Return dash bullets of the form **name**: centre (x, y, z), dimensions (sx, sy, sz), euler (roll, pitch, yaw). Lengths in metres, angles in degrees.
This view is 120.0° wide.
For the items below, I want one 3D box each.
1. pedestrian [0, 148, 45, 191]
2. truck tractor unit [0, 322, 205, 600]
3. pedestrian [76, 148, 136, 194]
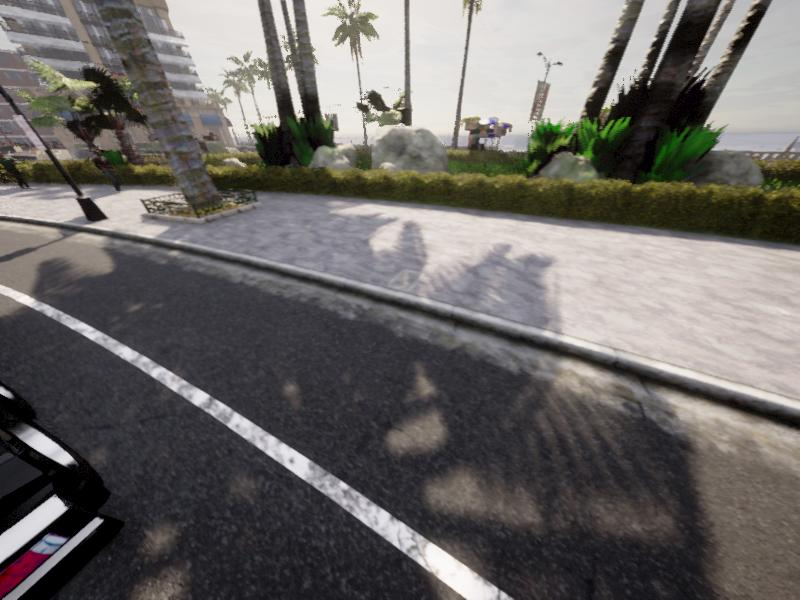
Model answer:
- **pedestrian**: centre (-19.894, -6.685, 11.892), dimensions (0.751, 1.860, 0.751), euler (7, 36, 10)
- **truck tractor unit**: centre (-5.211, -0.185, 0.638), dimensions (6.516, 4.208, 3.053), euler (14, 37, 20)
- **pedestrian**: centre (-14.086, -6.222, 11.143), dimensions (0.751, 1.860, 0.751), euler (7, 36, 11)
